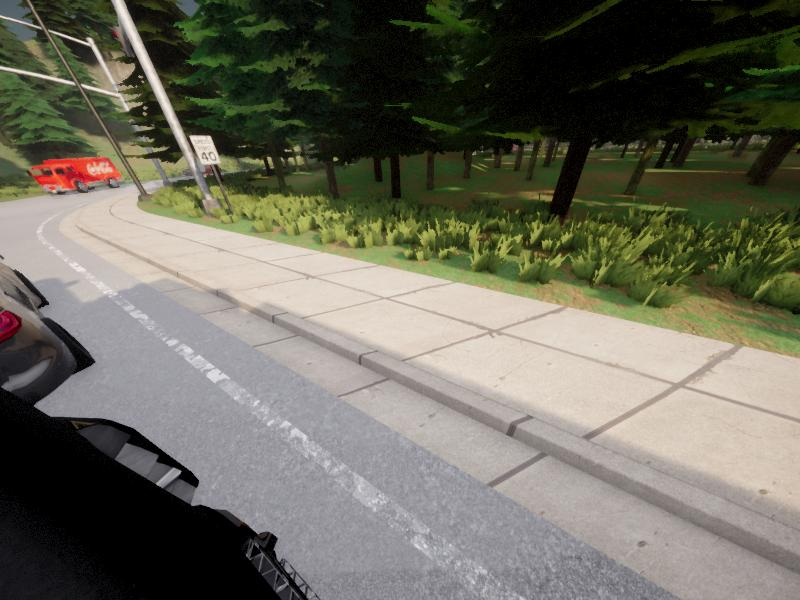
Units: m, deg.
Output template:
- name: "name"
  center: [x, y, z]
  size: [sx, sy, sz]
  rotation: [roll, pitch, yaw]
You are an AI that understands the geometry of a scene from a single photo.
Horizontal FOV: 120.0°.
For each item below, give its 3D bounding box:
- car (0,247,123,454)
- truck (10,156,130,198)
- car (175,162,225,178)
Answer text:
- name: "car"
  center: [-5.819, 0.279, 2.455]
  size: [4.611, 1.667, 2.242]
  rotation: [16, 38, 26]
- name: "truck"
  center: [-27.756, -10.752, 19.963]
  size: [2.627, 2.467, 5.204]
  rotation: [-6, 35, -4]
- name: "car"
  center: [-26.622, -17.509, 31.014]
  size: [1.812, 1.442, 4.674]
  rotation: [9, 35, 17]
